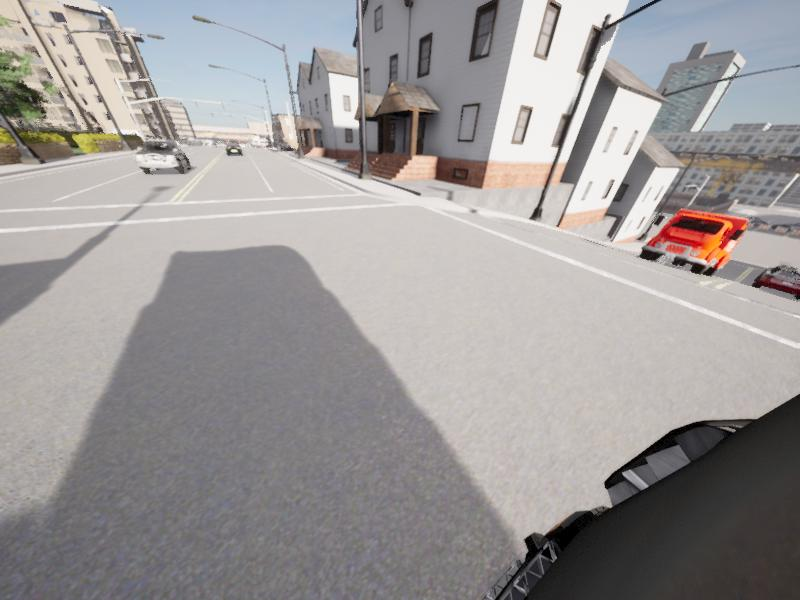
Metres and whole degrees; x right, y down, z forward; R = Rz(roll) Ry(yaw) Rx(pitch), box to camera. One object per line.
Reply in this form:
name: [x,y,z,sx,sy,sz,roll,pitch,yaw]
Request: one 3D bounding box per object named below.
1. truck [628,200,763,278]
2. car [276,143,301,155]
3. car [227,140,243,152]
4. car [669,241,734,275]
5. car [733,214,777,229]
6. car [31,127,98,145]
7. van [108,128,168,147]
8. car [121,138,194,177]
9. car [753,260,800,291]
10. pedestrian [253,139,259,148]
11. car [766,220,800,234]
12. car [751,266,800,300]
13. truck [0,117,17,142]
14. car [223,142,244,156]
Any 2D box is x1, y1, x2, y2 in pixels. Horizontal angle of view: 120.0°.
truck: [14.049,-2.769,11.077,5.204,2.467,2.627,-3,31,-34]
car: [-25.439,-34.487,52.711,4.674,1.442,1.812,-11,36,-32]
car: [-29.576,-27.485,41.282,1.851,1.617,3.988,-17,38,-27]
car: [19.779,-2.690,15.124,4.193,1.474,1.816,-3,31,-34]
car: [71.264,-15.914,46.535,2.038,1.542,4.974,10,34,10]
car: [-54.868,-26.959,38.056,5.566,2.045,2.150,-15,38,-25]
van: [-47.019,-29.246,41.758,6.366,2.431,2.351,-15,38,-25]
car: [-15.195,-9.249,14.875,1.932,1.855,4.605,-15,38,-26]
car: [36.500,-2.420,22.170,4.605,1.855,1.932,-10,35,-30]
pedestrian: [-35.383,-38.450,56.789,0.751,1.860,0.751,-9,36,-18]
car: [73.547,-13.607,43.263,4.974,1.542,2.038,16,36,18]
car: [24.970,-1.084,14.975,4.181,1.385,1.994,-3,32,-34]
truck: [-64.109,-25.194,33.049,8.468,3.827,2.891,-15,38,-25]
car: [-24.183,-22.072,33.670,2.038,1.542,4.974,-16,38,-26]
